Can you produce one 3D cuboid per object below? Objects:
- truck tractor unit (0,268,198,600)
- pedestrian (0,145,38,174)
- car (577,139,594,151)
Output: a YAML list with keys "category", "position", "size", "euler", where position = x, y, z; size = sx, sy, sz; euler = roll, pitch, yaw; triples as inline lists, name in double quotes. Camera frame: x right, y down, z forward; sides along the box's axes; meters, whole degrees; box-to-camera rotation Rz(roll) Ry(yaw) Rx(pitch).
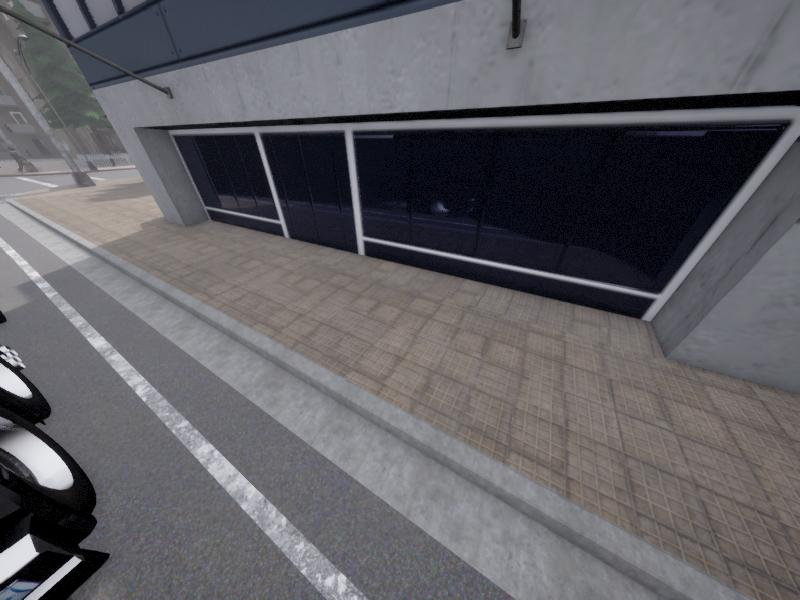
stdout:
- category: "truck tractor unit"
  position: [-5.117, -0.294, 0.770]
  size: [6.516, 4.208, 3.053]
  euler: [18, 39, 24]
- category: "pedestrian"
  position: [-29.908, -11.029, 18.135]
  size: [0.751, 1.860, 0.751]
  euler: [28, 44, 34]
- category: "car"
  position: [37.725, -31.564, 47.008]
  size: [1.905, 1.878, 3.866]
  euler: [17, 38, 23]
